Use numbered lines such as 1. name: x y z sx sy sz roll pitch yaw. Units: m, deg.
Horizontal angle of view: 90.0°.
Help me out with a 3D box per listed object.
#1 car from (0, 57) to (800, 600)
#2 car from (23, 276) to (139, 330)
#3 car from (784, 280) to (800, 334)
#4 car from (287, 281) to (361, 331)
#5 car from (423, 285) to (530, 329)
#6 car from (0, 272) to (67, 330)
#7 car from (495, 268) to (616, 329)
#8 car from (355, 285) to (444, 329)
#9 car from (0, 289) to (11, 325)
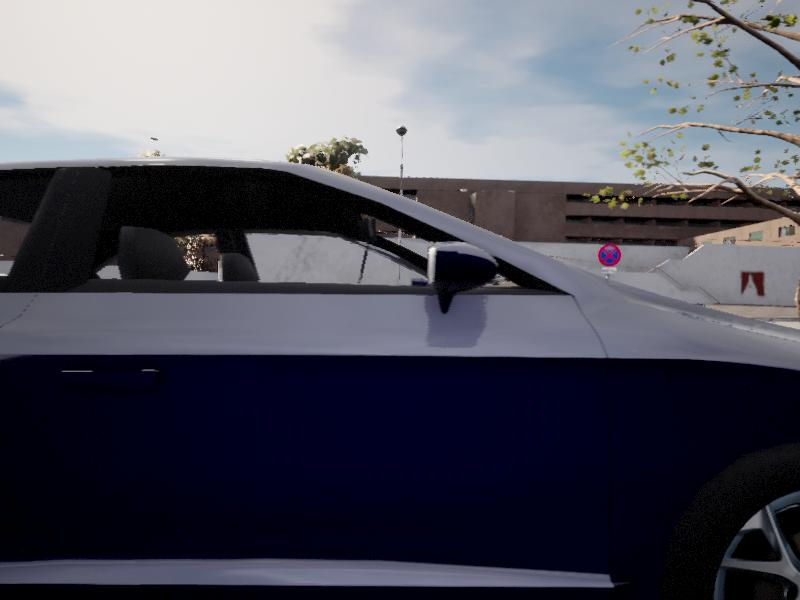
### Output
1. car: -0.386 0.258 1.702 4.193 1.474 1.816 0 0 0
2. car: -12.151 0.147 15.688 2.185 1.767 4.553 0 -1 -20
3. car: 12.848 0.206 10.546 3.633 1.501 1.845 0 0 0
4. car: -3.142 0.239 15.472 1.946 1.575 5.366 0 -1 -20
5. car: 2.746 0.266 15.634 2.002 1.452 4.674 0 -1 -20
6. car: -15.078 0.054 15.556 1.878 1.987 4.442 0 -1 -20
7. car: 5.770 -0.011 15.529 1.878 1.987 4.442 0 -1 -20
8. car: -0.228 0.275 15.644 2.002 1.452 4.674 0 -1 -20
9. car: -18.167 0.290 15.836 1.946 1.575 5.366 0 -1 -20
